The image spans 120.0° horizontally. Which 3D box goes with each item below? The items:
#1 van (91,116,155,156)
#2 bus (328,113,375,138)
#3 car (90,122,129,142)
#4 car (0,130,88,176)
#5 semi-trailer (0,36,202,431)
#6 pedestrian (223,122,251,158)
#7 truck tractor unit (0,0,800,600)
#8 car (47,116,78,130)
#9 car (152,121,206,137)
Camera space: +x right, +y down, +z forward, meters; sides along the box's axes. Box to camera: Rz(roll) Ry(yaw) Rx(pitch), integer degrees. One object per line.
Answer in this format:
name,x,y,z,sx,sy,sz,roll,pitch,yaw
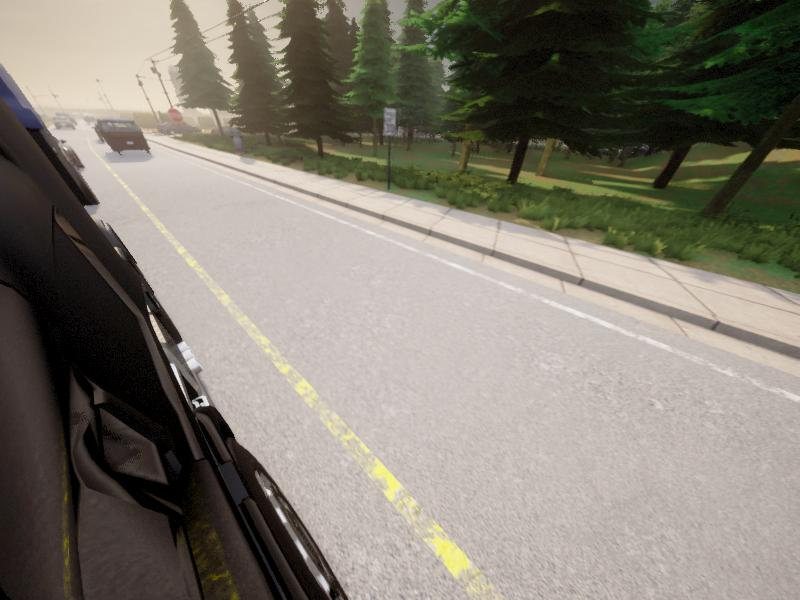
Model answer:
van,-19.196,-11.361,15.986,4.442,1.987,1.775,29,44,31
bus,-10.951,-40.477,53.834,3.944,4.253,10.273,28,43,30
car,-28.980,-16.796,23.047,4.892,1.490,1.837,31,45,33
car,-16.758,-6.982,10.790,4.181,1.385,1.994,29,44,31
semi-trailer,-8.737,-3.577,4.191,14.254,4.402,2.717,28,43,29
pedestrian,-10.581,-10.342,15.010,0.751,1.860,0.751,30,45,32
truck tractor unit,-2.645,-0.295,0.351,6.516,4.208,3.053,28,44,30
car,-51.226,-26.893,35.128,4.902,1.511,2.128,30,44,32
car,-32.114,-24.981,33.797,2.152,1.651,5.027,22,41,24
